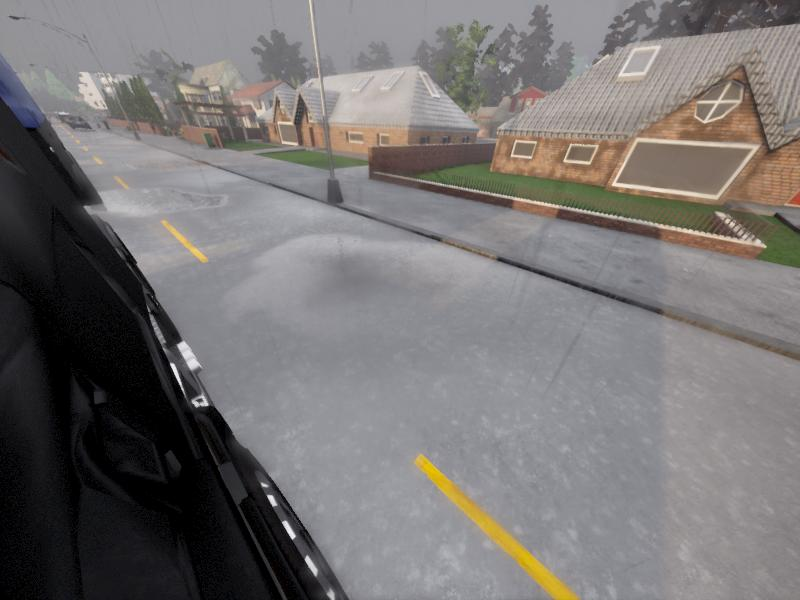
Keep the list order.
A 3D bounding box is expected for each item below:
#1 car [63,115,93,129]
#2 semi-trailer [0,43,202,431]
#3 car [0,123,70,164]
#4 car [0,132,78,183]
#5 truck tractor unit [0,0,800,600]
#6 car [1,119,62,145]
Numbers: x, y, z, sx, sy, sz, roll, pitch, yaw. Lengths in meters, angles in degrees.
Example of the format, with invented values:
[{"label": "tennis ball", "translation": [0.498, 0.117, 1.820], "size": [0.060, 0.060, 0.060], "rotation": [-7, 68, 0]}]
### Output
[{"label": "car", "translation": [-53.961, -29.737, 38.658], "size": [4.611, 1.667, 2.242], "rotation": [28, 44, 30]}, {"label": "semi-trailer", "translation": [-8.696, -3.607, 4.230], "size": [14.254, 4.402, 2.717], "rotation": [28, 44, 30]}, {"label": "car", "translation": [-20.585, -8.757, 12.796], "size": [4.514, 1.525, 2.007], "rotation": [28, 44, 30]}, {"label": "car", "translation": [-15.668, -6.059, 9.652], "size": [4.181, 1.385, 1.994], "rotation": [28, 44, 30]}, {"label": "truck tractor unit", "translation": [-2.645, -0.295, 0.351], "size": [6.516, 4.208, 3.053], "rotation": [28, 44, 30]}, {"label": "car", "translation": [-29.883, -13.714, 18.848], "size": [4.514, 1.525, 2.007], "rotation": [28, 44, 30]}]
